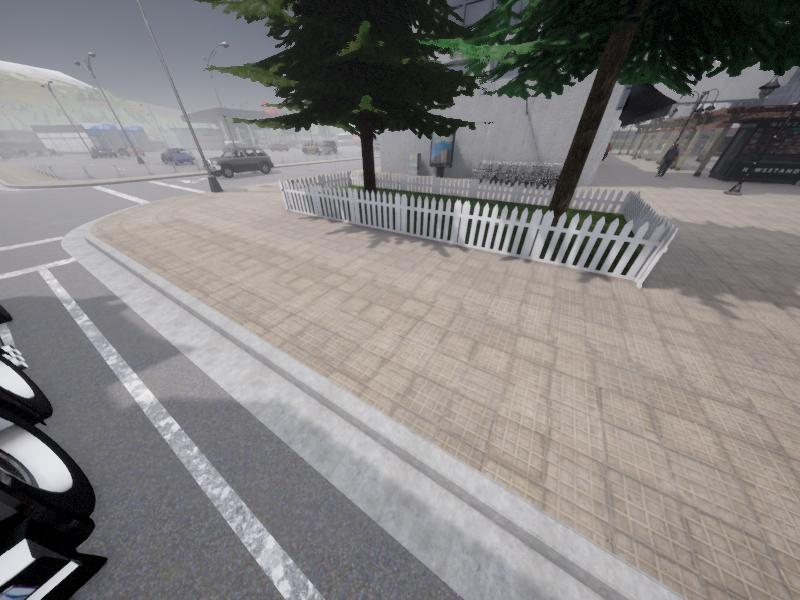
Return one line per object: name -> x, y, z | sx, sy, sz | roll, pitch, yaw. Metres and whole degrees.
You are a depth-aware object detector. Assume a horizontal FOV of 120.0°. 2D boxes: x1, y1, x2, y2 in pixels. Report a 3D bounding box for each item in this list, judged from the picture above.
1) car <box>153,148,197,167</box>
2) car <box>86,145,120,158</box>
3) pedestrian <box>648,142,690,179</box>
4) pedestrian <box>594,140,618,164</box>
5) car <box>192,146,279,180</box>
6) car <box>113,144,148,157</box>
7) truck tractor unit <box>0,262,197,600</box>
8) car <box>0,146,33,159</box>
car -> -23.494, -14.975, 24.140 | 3.633, 1.501, 1.845 | 19, 39, 26
car -> -45.597, -22.788, 35.462 | 4.514, 1.523, 2.007 | 19, 39, 26
pedestrian -> 15.939, -8.294, 13.741 | 0.751, 1.860, 0.751 | -20, 39, -26
pedestrian -> 19.393, -13.934, 21.776 | 0.751, 1.860, 0.751 | 4, 35, 6
car -> -12.132, -10.488, 17.474 | 1.932, 1.855, 4.605 | 19, 39, 26
car -> -43.983, -24.339, 37.661 | 5.027, 1.636, 2.152 | 19, 39, 26
truck tractor unit -> -5.107, -0.305, 0.785 | 6.516, 4.208, 3.053 | 19, 39, 24
car -> -63.787, -23.587, 36.899 | 1.930, 1.638, 5.238 | 3, 35, 5
